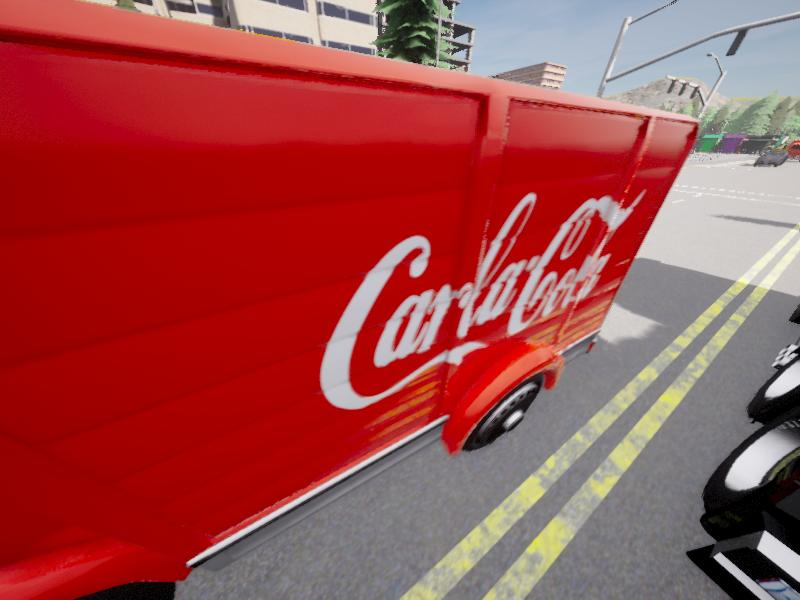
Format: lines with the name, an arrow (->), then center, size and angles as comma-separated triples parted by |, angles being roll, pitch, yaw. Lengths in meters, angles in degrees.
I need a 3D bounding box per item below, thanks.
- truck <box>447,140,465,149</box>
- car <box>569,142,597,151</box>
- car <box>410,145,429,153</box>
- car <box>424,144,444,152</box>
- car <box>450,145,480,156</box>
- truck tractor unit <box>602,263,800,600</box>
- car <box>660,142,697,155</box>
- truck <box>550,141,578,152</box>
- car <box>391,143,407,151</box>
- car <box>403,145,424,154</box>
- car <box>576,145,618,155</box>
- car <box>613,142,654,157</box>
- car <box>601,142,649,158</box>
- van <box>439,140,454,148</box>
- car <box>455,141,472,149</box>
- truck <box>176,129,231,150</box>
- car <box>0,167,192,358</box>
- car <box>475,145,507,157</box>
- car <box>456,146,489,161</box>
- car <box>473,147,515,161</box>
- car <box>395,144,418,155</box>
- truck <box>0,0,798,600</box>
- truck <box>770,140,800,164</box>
truck -> 15.217, -42.643, 63.320 | 2.069, 2.038, 4.478 | -18, 39, -24
car -> 45.424, -38.285, 57.473 | 1.932, 1.855, 4.605 | -18, 39, -24
car -> 4.185, -33.022, 50.352 | 1.895, 1.301, 4.718 | -18, 39, -24
car -> 7.442, -33.842, 51.427 | 1.812, 1.442, 4.674 | -18, 39, -25
car -> 11.214, -26.155, 40.381 | 2.163, 1.488, 4.792 | -18, 39, -25
truck tractor unit -> 5.106, -0.307, 0.782 | 6.516, 4.208, 3.053 | -18, 39, -24
car -> 54.185, -29.582, 45.044 | 1.905, 1.878, 3.866 | -18, 39, -24
truck -> 38.332, -36.019, 53.993 | 2.069, 2.038, 4.478 | -18, 39, -24
car -> -0.228, -37.435, 56.527 | 1.812, 1.442, 4.674 | -18, 39, -24
car -> 2.733, -30.473, 46.678 | 1.895, 1.301, 4.718 | -18, 39, -24
car -> 36.336, -27.811, 42.759 | 2.033, 1.415, 5.357 | -18, 39, -24
car -> 37.198, -24.036, 36.934 | 1.905, 1.878, 3.866 | -18, 39, -24
car -> 34.663, -23.250, 35.779 | 1.932, 1.855, 4.605 | -18, 39, -24
van -> 15.916, -52.927, 78.308 | 4.480, 2.038, 2.069 | -18, 39, -25
car -> 17.690, -43.416, 64.617 | 1.932, 1.855, 4.605 | -18, 39, -24
truck -> -43.805, -36.146, 52.127 | 8.468, 3.827, 2.891 | -18, 39, -24
car -> -5.666, -0.458, 2.957 | 3.866, 1.878, 1.905 | -18, 39, -24
car -> 15.555, -25.871, 39.958 | 1.882, 1.535, 5.008 | -18, 39, -24
car -> 9.647, -19.789, 31.109 | 1.851, 1.617, 3.988 | -18, 39, -24
car -> 12.944, -20.425, 32.237 | 2.033, 1.411, 5.357 | -18, 39, -24
car -> 1.162, -28.138, 43.108 | 2.038, 1.542, 4.974 | -18, 39, -24
truck -> -0.783, 0.024, 1.799 | 5.204, 2.467, 2.627 | -18, 39, -24
truck -> 52.736, -19.629, 30.465 | 5.204, 2.467, 2.627 | -18, 39, -23
